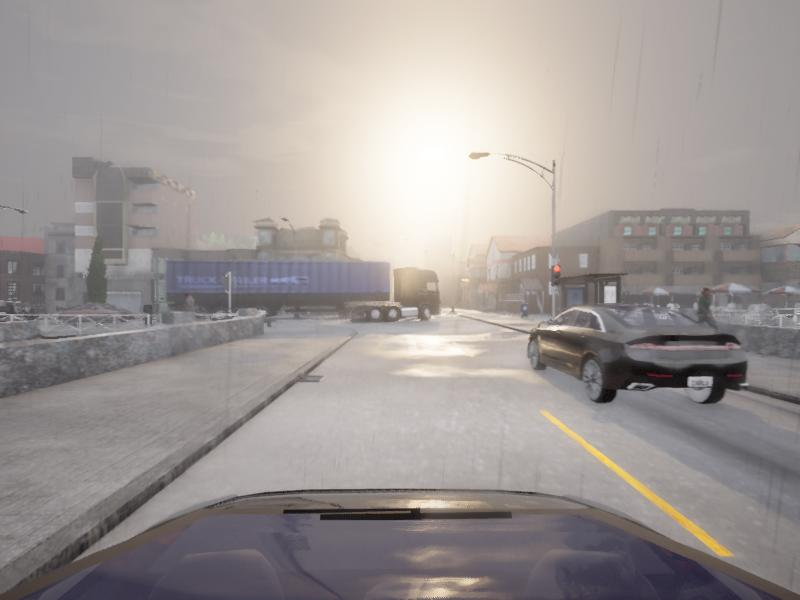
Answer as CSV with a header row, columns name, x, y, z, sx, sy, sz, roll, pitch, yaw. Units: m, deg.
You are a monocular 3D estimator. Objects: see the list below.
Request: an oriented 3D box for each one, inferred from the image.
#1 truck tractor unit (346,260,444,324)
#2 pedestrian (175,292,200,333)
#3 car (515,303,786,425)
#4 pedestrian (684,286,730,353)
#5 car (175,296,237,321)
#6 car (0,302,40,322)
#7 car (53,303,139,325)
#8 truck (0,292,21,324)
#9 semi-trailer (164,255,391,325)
name,x,y,z,sx,sy,sz,roll,pitch,yaw
truck tractor unit,-0.302,-0.489,29.321,6.516,4.208,3.053,0,0,-33
pedestrian,-9.846,0.554,18.585,0.751,1.860,0.751,0,0,3
car,3.905,0.839,7.574,2.128,1.511,4.902,0,0,1
pedestrian,8.839,0.537,11.523,0.751,1.860,0.751,0,0,-16
car,-14.790,0.657,30.676,3.866,1.878,1.905,0,0,0
car,-30.386,0.864,30.666,3.806,1.475,1.970,0,0,0
car,-20.145,0.917,26.659,4.181,1.385,1.994,0,0,0
truck,-29.536,0.552,26.660,6.274,2.098,2.390,0,0,0
semi-trailer,-7.837,-0.611,27.333,14.254,4.402,2.717,0,0,-9
